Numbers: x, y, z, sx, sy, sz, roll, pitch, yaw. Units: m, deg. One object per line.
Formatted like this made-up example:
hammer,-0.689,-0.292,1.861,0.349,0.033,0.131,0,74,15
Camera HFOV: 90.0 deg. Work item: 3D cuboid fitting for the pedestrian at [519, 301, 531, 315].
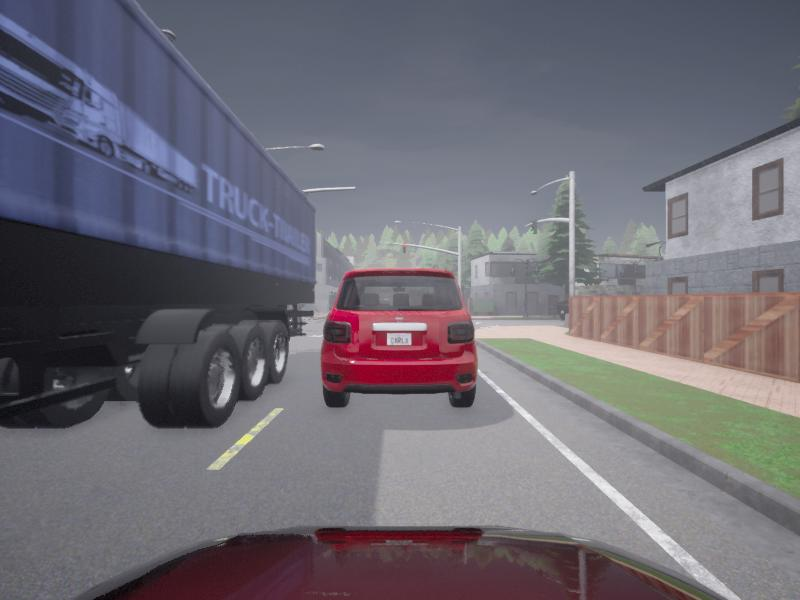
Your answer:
pedestrian,11.376,0.746,36.542,0.751,1.300,0.751,0,0,-16

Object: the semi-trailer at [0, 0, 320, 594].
semi-trailer,-3.510,-0.619,3.698,2.717,4.402,14.254,0,0,0

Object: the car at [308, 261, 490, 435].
car,-0.013,0.568,7.496,2.150,2.045,5.566,0,0,0

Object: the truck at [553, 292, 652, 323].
truck,14.789,0.523,29.358,6.274,2.098,2.390,0,0,-9
